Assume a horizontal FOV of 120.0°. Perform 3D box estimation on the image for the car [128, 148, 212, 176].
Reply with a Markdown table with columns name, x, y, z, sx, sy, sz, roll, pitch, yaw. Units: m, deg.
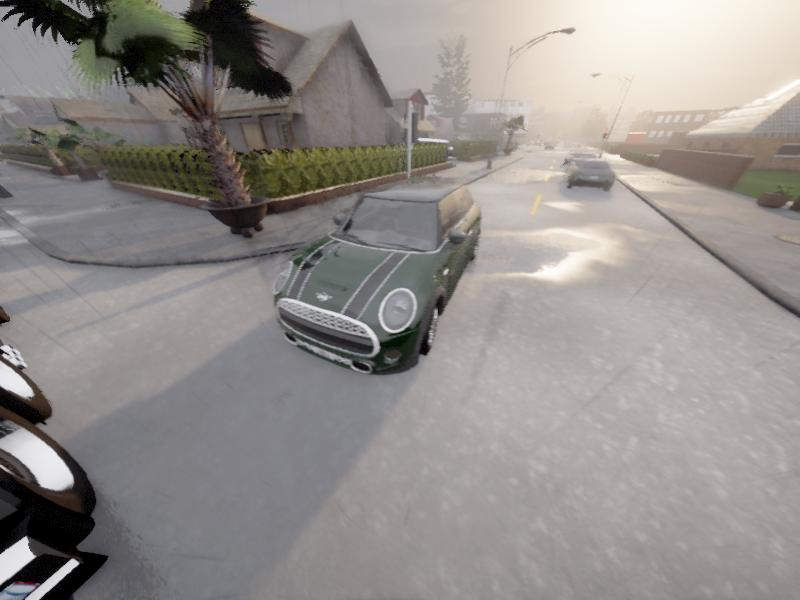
| name | x | y | z | sx | sy | sz | roll | pitch | yaw |
| --- | --- | --- | --- | --- | --- | --- | --- | --- | --- |
| car | -16.479 | -10.114 | 16.818 | 1.845 | 1.501 | 3.633 | 16 | 38 | 22 |

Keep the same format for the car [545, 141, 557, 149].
| name | x | y | z | sx | sy | sz | roll | pitch | yaw |
| --- | --- | --- | --- | --- | --- | --- | --- | --- | --- |
| car | 40.274 | -41.324 | 61.573 | 1.930 | 1.638 | 5.238 | 18 | 39 | 24 |

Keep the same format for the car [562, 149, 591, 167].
| name | x | y | z | sx | sy | sz | roll | pitch | yaw |
| --- | --- | --- | --- | --- | --- | --- | --- | --- | --- |
| car | 17.986 | -14.595 | 23.675 | 1.895 | 1.301 | 4.718 | 19 | 39 | 25 |

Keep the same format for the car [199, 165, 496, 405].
| name | x | y | z | sx | sy | sz | roll | pitch | yaw |
| --- | --- | --- | --- | --- | --- | --- | --- | --- | --- |
| car | 0.063 | -1.060 | 3.959 | 2.097 | 1.767 | 4.553 | 15 | 38 | 21 |

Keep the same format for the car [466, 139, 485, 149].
| name | x | y | z | sx | sy | sz | roll | pitch | yaw |
| --- | --- | --- | --- | --- | --- | --- | --- | --- | --- |
| car | 18.363 | -37.920 | 56.116 | 3.866 | 1.878 | 1.905 | -15 | 37 | -20 |

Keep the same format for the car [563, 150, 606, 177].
| name | x | y | z | sx | sy | sz | roll | pitch | yaw |
| --- | --- | --- | --- | --- | --- | --- | --- | --- | --- |
| car | 14.627 | -11.110 | 18.614 | 2.033 | 1.411 | 5.357 | 18 | 39 | 24 |

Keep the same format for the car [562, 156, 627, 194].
| name | x | y | z | sx | sy | sz | roll | pitch | yaw |
| --- | --- | --- | --- | --- | --- | --- | --- | --- | --- |
| car | 10.632 | -7.180 | 13.026 | 1.994 | 1.385 | 4.181 | 16 | 38 | 22 |

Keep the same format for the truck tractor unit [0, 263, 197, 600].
| name | x | y | z | sx | sy | sz | roll | pitch | yaw |
| --- | --- | --- | --- | --- | --- | --- | --- | --- | --- |
| truck tractor unit | -5.113 | -0.298 | 0.780 | 6.516 | 4.208 | 3.053 | 18 | 39 | 24 |

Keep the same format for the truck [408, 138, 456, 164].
| name | x | y | z | sx | sy | sz | roll | pitch | yaw |
| --- | --- | --- | --- | --- | --- | --- | --- | --- | --- |
| truck | 3.416 | -16.152 | 24.919 | 4.478 | 2.038 | 2.069 | 20 | 40 | 23 |
